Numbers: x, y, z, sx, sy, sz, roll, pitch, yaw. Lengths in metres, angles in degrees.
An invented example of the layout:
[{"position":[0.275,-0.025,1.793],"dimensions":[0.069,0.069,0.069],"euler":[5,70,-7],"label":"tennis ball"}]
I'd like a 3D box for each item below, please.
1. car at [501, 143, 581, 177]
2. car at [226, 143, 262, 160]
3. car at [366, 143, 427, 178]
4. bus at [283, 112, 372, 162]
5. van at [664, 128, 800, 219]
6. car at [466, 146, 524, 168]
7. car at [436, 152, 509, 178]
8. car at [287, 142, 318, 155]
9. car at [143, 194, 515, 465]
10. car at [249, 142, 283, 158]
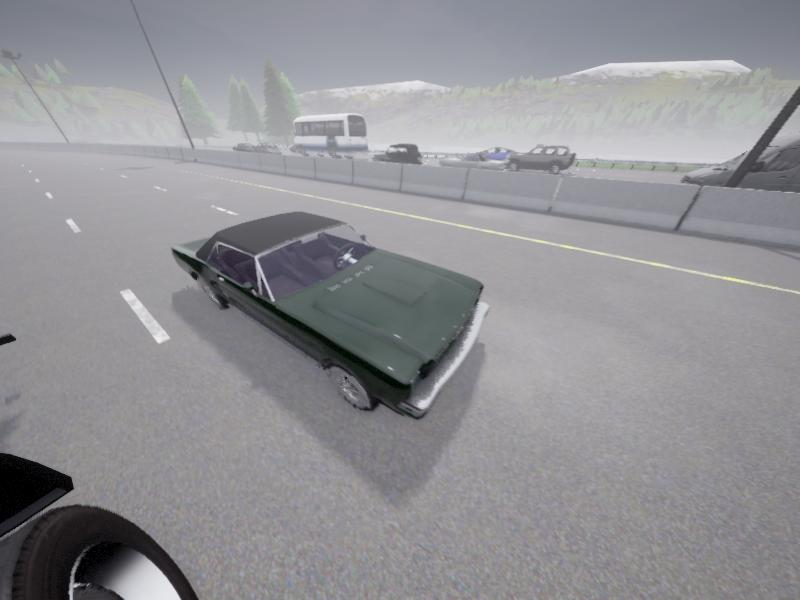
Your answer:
[{"position":[10.497,-10.659,17.468],"dimensions":[4.605,1.855,1.932],"euler":[23,41,28],"label":"car"},{"position":[-18.356,-17.514,27.226],"dimensions":[3.705,1.549,1.789],"euler":[22,41,28],"label":"car"},{"position":[-0.265,-10.172,16.677],"dimensions":[3.866,1.878,1.905],"euler":[23,41,28],"label":"car"},{"position":[-8.689,-19.498,27.778],"dimensions":[10.273,4.253,3.944],"euler":[22,41,28],"label":"bus"},{"position":[14.276,-4.417,8.078],"dimensions":[5.915,2.561,1.988],"euler":[22,41,28],"label":"van"},{"position":[8.958,-13.633,21.974],"dimensions":[4.514,1.525,2.007],"euler":[23,41,28],"label":"car"},{"position":[5.251,-10.119,17.165],"dimensions":[4.718,1.301,1.895],"euler":[23,41,28],"label":"car"},{"position":[-15.118,-23.554,35.837],"dimensions":[4.514,1.525,2.007],"euler":[22,40,27],"label":"car"},{"position":[-1.251,-0.368,3.292],"dimensions":[4.718,1.301,1.895],"euler":[22,40,27],"label":"car"},{"position":[-17.547,-19.671,30.244],"dimensions":[3.988,1.617,1.851],"euler":[22,41,28],"label":"car"}]
